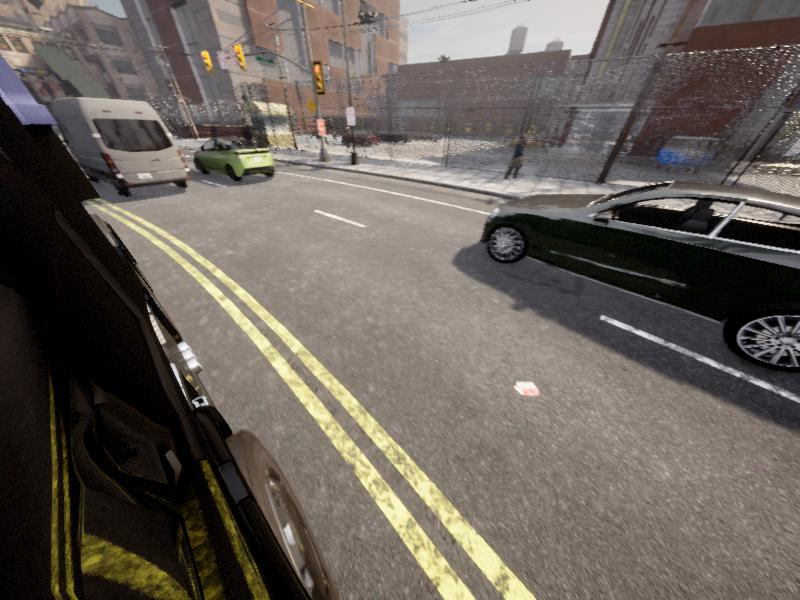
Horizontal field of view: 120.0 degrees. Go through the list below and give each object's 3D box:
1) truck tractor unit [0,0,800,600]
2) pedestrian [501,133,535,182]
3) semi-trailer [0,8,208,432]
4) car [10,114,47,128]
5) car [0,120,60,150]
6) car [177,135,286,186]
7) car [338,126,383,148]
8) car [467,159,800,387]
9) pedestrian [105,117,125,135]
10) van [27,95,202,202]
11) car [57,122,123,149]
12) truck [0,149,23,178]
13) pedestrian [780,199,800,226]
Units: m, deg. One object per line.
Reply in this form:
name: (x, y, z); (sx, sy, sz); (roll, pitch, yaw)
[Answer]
truck tractor unit: (-2.645, -0.295, 0.352); (6.516, 4.208, 3.053); (28, 44, 30)
pedestrian: (5.430, -6.564, 10.663); (0.751, 1.860, 0.751); (23, 42, 26)
semi-trailer: (-9.064, -3.294, 3.882); (14.254, 4.402, 2.717); (23, 42, 26)
car: (-70.898, -34.186, 44.067); (5.566, 2.045, 2.435); (21, 41, 24)
car: (-29.493, -12.900, 17.998); (4.611, 1.667, 2.242); (22, 41, 24)
car: (-7.820, -6.641, 10.768); (4.514, 1.525, 2.007); (23, 42, 25)
car: (-4.520, -18.773, 26.566); (4.553, 1.767, 2.185); (21, 41, 24)
car: (3.981, -0.979, 3.707); (2.152, 1.651, 5.027); (-28, 46, -33)
pedestrian: (-38.074, -23.270, 30.892); (0.751, 1.860, 0.751); (23, 42, 25)
van: (-10.429, -5.645, 8.501); (5.915, 2.561, 1.988); (23, 42, 25)
car: (-26.905, -14.350, 20.060); (4.856, 1.649, 2.033); (22, 41, 24)
truck: (-19.465, -6.616, 9.763); (6.274, 2.098, 2.390); (22, 41, 24)
pedestrian: (11.850, -2.954, 6.163); (0.751, 1.860, 0.751); (27, 44, 29)
